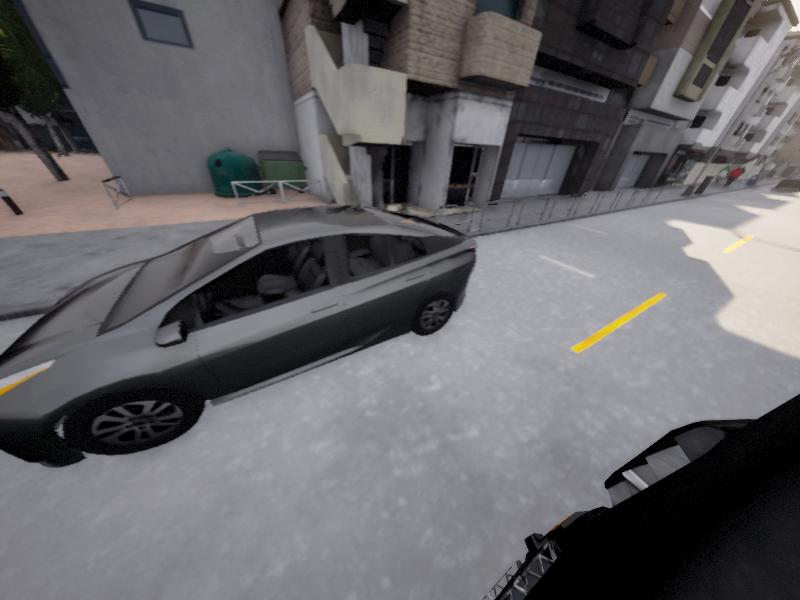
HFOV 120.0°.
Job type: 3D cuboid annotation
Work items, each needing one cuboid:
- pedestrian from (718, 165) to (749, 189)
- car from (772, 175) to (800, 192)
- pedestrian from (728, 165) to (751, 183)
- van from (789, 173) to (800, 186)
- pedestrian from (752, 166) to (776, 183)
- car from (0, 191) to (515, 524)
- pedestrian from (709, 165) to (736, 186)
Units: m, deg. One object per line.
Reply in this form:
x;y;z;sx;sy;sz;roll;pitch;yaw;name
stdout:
31.449;-11.613;21.829;0.751;1.860;0.751;-14;37;-24;pedestrian
43.197;-12.774;25.224;4.718;1.301;1.895;-16;38;-26;car
42.979;-15.970;29.239;0.751;1.860;0.751;-15;38;-24;pedestrian
56.317;-16.784;31.637;4.480;2.038;2.069;-16;39;-26;van
48.481;-16.693;30.750;0.751;1.860;0.751;-11;36;-19;pedestrian
-1.165;-0.222;2.792;4.514;1.525;2.007;-16;38;-26;car
33.434;-12.931;23.951;0.751;1.860;0.751;-17;39;-27;pedestrian
